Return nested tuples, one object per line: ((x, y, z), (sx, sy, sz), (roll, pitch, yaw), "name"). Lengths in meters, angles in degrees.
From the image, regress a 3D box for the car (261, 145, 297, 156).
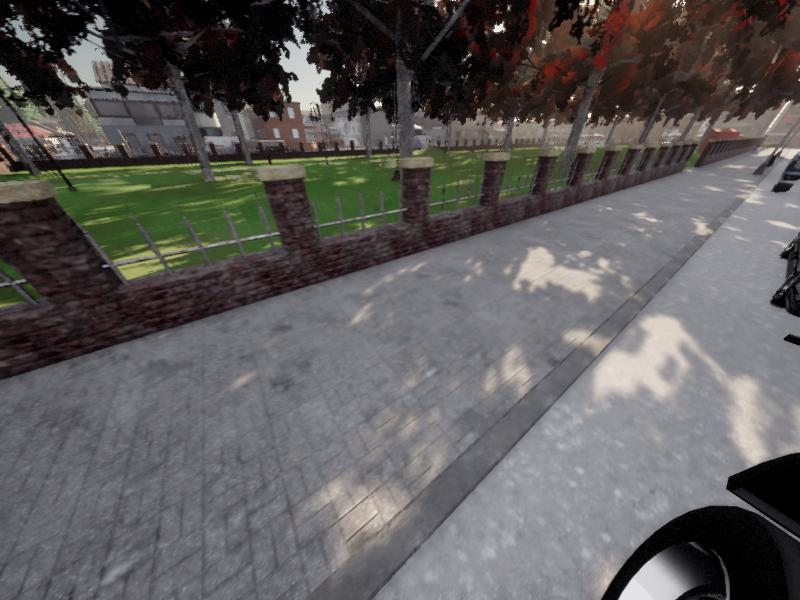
((-19.322, -23.965, 36.920), (4.718, 1.301, 1.895), (-20, 40, -25), "car")

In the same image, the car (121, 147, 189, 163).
((-29.114, -17.527, 27.791), (5.357, 1.411, 2.033), (-21, 40, -27), "car")

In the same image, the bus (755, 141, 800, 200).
((21.339, -7.212, 10.266), (10.273, 4.253, 3.944), (-22, 41, -28), "bus")

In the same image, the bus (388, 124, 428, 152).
((1.424, -35.046, 49.735), (3.944, 4.253, 10.273), (-13, 39, -23), "bus")

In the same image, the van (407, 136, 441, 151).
((4.755, -31.251, 46.060), (6.366, 2.431, 2.351), (-20, 40, -26), "van")

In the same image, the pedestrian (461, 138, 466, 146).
((17.200, -43.079, 62.991), (0.751, 1.860, 0.751), (-28, 44, -33), "pedestrian")

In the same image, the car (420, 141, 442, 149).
((6.978, -34.988, 52.193), (4.674, 1.442, 1.812), (-22, 41, -28), "car")

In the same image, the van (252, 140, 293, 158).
((-18.360, -21.922, 33.417), (4.442, 1.987, 1.775), (-24, 41, -29), "van")

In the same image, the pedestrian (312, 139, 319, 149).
((-18.702, -34.428, 51.019), (0.751, 1.860, 0.751), (-30, 45, -35), "pedestrian")

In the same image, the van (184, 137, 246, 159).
((-26.226, -21.869, 33.025), (6.366, 2.431, 2.351), (-22, 41, -28), "van")

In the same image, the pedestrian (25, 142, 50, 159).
((-46.734, -19.273, 29.812), (0.751, 1.860, 0.751), (-16, 38, -21), "pedestrian")

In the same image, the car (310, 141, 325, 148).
((-22.637, -42.719, 63.344), (2.128, 1.511, 4.902), (-22, 41, -28), "car")

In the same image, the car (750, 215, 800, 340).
((7.924, -0.657, 3.564), (5.357, 1.411, 2.033), (-22, 41, -28), "car")

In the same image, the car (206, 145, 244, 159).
((-23.325, -19.768, 30.801), (3.633, 1.501, 1.845), (-23, 41, -29), "car")

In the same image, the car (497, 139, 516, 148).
((27.693, -40.621, 60.001), (4.605, 1.855, 1.932), (-22, 41, -28), "car")

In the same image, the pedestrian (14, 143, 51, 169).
((-32.252, -12.679, 20.321), (0.751, 1.860, 0.751), (-22, 41, -28), "pedestrian")

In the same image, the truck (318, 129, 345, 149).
((-16.457, -38.588, 55.431), (2.891, 3.827, 8.468), (-22, 41, -28), "truck")

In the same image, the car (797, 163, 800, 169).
((33.699, -11.378, 18.111), (3.866, 1.878, 1.905), (-22, 41, -28), "car")

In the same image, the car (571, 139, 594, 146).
((53.455, -46.292, 67.906), (2.097, 1.767, 4.553), (-22, 41, -28), "car")

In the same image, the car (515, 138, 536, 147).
((34.612, -43.510, 63.846), (5.566, 2.045, 2.150), (-22, 41, -28), "car")

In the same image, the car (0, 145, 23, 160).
((-56.429, -20.885, 32.598), (1.851, 1.617, 3.988), (-22, 41, -28), "car")
